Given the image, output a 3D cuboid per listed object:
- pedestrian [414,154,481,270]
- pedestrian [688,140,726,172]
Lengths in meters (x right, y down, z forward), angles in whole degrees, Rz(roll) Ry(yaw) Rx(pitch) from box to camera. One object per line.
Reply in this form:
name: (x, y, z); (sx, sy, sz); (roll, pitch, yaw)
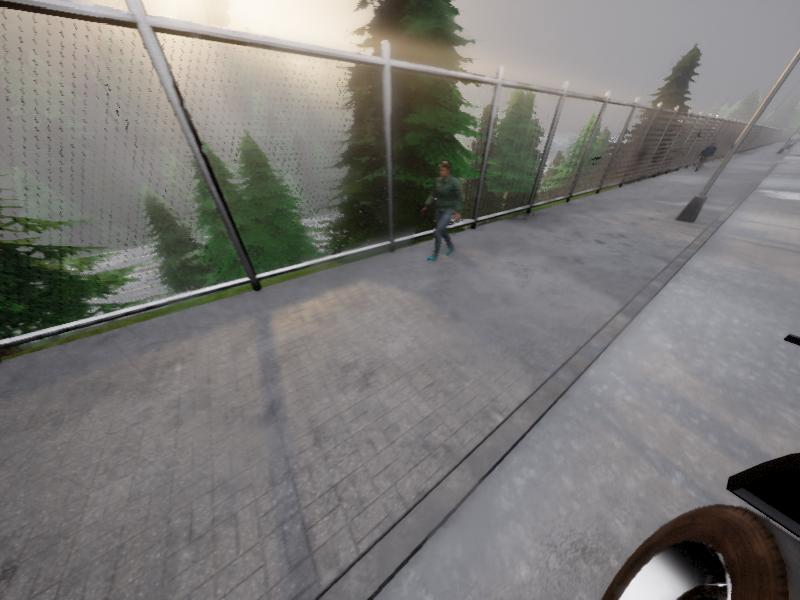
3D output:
pedestrian: (0.824, -1.644, 4.393); (0.751, 1.860, 0.751); (-26, 43, -32)
pedestrian: (21.142, -9.935, 15.956); (0.751, 1.860, 0.751); (-24, 41, -29)
